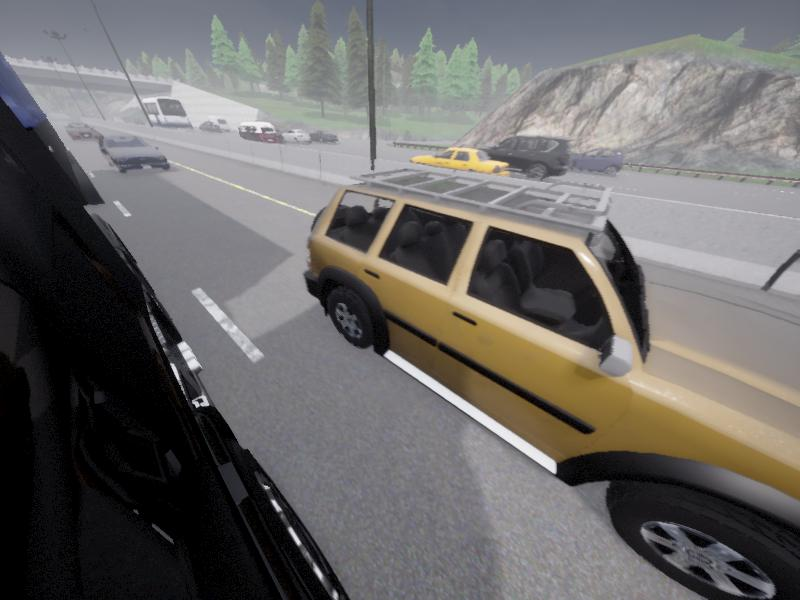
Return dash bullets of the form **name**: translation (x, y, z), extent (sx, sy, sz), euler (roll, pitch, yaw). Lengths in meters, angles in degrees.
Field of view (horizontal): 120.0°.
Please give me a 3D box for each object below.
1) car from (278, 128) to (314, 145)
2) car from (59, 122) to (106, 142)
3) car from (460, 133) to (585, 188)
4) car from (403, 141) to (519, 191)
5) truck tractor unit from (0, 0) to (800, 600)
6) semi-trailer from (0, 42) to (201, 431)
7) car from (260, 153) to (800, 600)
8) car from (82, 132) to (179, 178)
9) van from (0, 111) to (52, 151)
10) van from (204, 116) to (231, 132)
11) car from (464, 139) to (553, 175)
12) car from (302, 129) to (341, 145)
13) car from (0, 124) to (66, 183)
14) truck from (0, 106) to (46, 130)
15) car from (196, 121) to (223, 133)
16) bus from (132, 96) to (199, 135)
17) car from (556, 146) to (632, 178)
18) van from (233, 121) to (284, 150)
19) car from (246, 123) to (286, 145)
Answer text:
- **car**: translation (-13.191, -20.775, 29.331), extent (4.674, 1.442, 1.812), euler (27, 43, 29)
- **car**: translation (-30.488, -16.149, 22.195), extent (4.181, 1.385, 1.994), euler (27, 43, 29)
- **car**: translation (6.587, -8.103, 13.127), extent (5.566, 2.045, 2.150), euler (27, 43, 29)
- **car**: translation (2.873, -7.123, 11.988), extent (5.366, 1.575, 1.801), euler (27, 43, 29)
- **truck tractor unit**: translation (-2.645, -0.295, 0.351), extent (6.516, 4.208, 3.053), euler (28, 44, 30)
- **semi-trailer**: translation (-8.689, -3.606, 4.243), extent (14.254, 4.402, 2.717), euler (28, 44, 30)
- **car**: translation (1.034, -0.071, 2.232), extent (4.605, 1.855, 1.932), euler (27, 43, 29)
- **car**: translation (-13.439, -7.352, 11.472), extent (5.357, 1.411, 2.033), euler (27, 43, 29)
- **van**: translation (-27.009, -11.920, 16.209), extent (4.480, 2.038, 2.069), euler (27, 43, 29)
- **van**: translation (-38.288, -36.898, 48.400), extent (5.915, 2.561, 1.988), euler (27, 43, 29)
- **car**: translation (7.436, -10.195, 16.320), extent (5.027, 1.651, 2.152), euler (27, 43, 29)
- **car**: translation (-10.647, -22.152, 31.360), extent (5.357, 1.411, 2.033), euler (27, 43, 29)
- **car**: translation (-16.295, -6.226, 9.607), extent (4.856, 1.649, 2.033), euler (27, 43, 29)
- **truck**: translation (-53.421, -25.735, 32.687), extent (5.204, 2.467, 2.627), euler (27, 43, 30)
- **car**: translation (-36.034, -32.668, 43.624), extent (4.611, 1.667, 2.242), euler (27, 43, 29)
- **bus**: translation (-36.288, -28.351, 35.702), extent (10.273, 4.253, 3.944), euler (27, 43, 29)
- **car**: translation (13.458, -9.754, 16.171), extent (3.633, 1.501, 1.845), euler (27, 43, 29)
- **van**: translation (-13.645, -15.845, 22.238), extent (4.480, 2.038, 2.069), euler (27, 43, 29)
- **car**: translation (-15.814, -19.606, 27.254), extent (4.605, 1.855, 1.932), euler (27, 43, 29)
